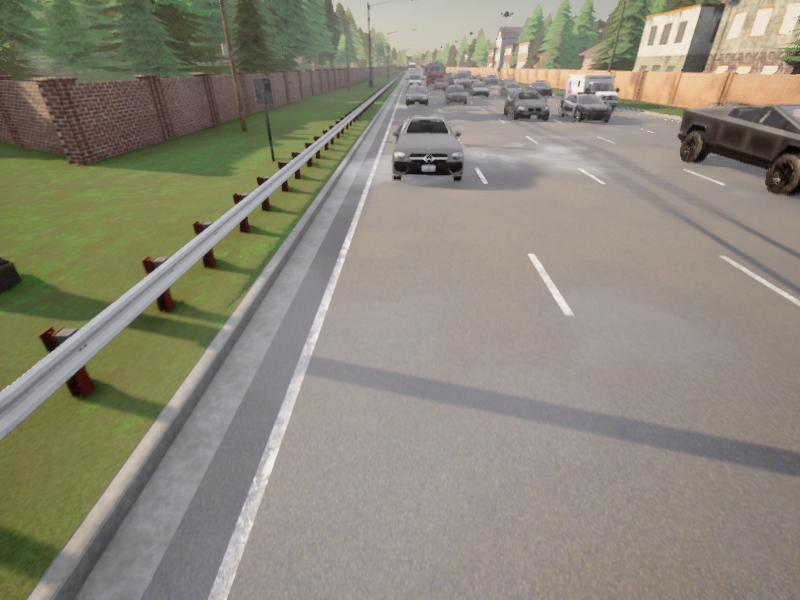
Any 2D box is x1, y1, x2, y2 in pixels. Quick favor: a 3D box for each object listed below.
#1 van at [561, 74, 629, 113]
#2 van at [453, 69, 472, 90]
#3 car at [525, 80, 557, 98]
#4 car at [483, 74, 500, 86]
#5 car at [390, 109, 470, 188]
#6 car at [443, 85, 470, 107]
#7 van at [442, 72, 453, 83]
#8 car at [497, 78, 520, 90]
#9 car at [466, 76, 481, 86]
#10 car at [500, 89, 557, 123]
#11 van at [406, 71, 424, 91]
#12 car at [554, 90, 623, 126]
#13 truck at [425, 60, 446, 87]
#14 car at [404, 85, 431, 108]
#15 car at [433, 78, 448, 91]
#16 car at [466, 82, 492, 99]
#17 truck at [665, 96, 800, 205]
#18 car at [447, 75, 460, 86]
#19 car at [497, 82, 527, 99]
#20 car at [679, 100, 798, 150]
[{"bbox_3d":[15.420,-16.732,32.185,2.351,2.431,6.366,1,30,1],"label":"van"},{"bbox_3d":[9.211,-32.974,59.775,1.988,2.561,5.915,1,30,1],"label":"van"},{"bbox_3d":[15.789,-23.858,45.136,1.930,1.638,5.238,1,30,1],"label":"car"},{"bbox_3d":[16.583,-40.061,72.673,2.097,1.767,4.553,1,30,1],"label":"car"},{"bbox_3d":[0.869,-5.218,13.303,2.152,1.651,5.027,1,30,1],"label":"car"},{"bbox_3d":[5.027,-18.536,36.183,1.837,1.490,4.892,1,30,1],"label":"car"},{"bbox_3d":[9.891,-46.462,83.407,1.775,1.987,4.442,1,30,1],"label":"van"},{"bbox_3d":[16.217,-32.485,60.106,2.033,1.411,5.357,1,30,1],"label":"car"},{"bbox_3d":[13.062,-39.203,71.597,1.970,1.475,3.806,1,30,1],"label":"car"},{"bbox_3d":[8.240,-12.759,26.142,2.242,1.667,4.611,1,30,1],"label":"car"},{"bbox_3d":[2.129,-31.247,56.965,2.351,2.431,6.366,1,30,1],"label":"van"},{"bbox_3d":[11.718,-12.263,25.325,1.930,1.638,5.238,1,30,1],"label":"car"},{"bbox_3d":[5.985,-39.121,69.037,2.891,3.827,8.468,1,30,1],"label":"truck"},{"bbox_3d":[1.495,-17.885,35.082,2.163,1.488,4.792,1,30,1],"label":"car"},{"bbox_3d":[5.593,-30.081,55.833,1.845,1.501,3.633,1,30,1],"label":"car"},{"bbox_3d":[8.772,-23.491,44.749,2.033,1.411,5.357,1,30,1],"label":"car"},{"bbox_3d":[11.342,-4.830,12.175,2.390,2.098,6.274,1,30,1],"label":"truck"},{"bbox_3d":[9.554,-39.442,71.829,1.845,1.501,3.633,1,30,1],"label":"car"},{"bbox_3d":[12.256,-23.125,44.127,2.033,1.411,5.357,1,30,1],"label":"car"},{"bbox_3d":[15.009,-8.009,18.094,1.851,1.617,3.988,1,30,1],"label":"car"}]
